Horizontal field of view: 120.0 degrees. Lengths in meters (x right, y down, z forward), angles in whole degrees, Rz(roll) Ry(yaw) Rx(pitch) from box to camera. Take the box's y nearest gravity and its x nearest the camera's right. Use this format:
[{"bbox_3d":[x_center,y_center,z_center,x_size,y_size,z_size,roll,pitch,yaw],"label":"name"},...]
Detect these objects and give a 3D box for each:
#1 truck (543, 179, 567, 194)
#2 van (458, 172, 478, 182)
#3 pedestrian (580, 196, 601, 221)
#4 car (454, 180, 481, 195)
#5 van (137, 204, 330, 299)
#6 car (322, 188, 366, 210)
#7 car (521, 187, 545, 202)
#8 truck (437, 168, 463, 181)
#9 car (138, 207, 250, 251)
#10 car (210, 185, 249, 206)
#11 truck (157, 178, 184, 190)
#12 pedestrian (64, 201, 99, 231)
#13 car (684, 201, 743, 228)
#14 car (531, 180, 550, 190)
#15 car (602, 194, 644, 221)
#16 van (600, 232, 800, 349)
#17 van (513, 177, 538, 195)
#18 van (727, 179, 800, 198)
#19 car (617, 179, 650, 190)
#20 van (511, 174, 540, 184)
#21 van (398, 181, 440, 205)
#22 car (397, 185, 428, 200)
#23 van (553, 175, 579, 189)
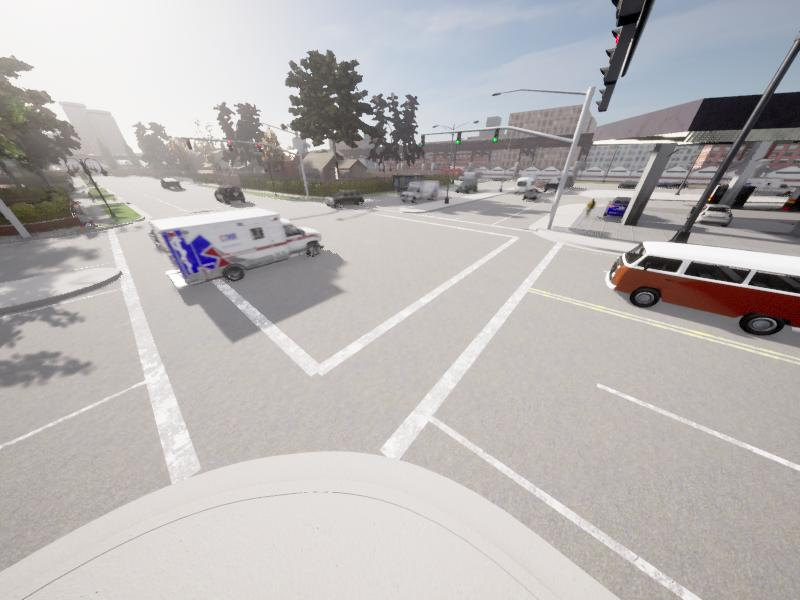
[{"bbox_3d":[29.573,-21.739,43.960,2.390,2.098,6.274,23,37,34],"label":"truck"},{"bbox_3d":[22.427,-40.836,76.554,5.915,2.561,1.988,23,37,34],"label":"van"},{"bbox_3d":[16.234,-7.801,19.707,0.751,1.860,0.751,-26,39,-37],"label":"pedestrian"},{"bbox_3d":[12.057,-20.162,41.269,2.150,2.045,5.566,22,38,34],"label":"car"},{"bbox_3d":[-6.786,-2.680,10.620,2.351,2.431,6.366,23,37,34],"label":"van"},{"bbox_3d":[-6.462,-11.939,27.211,4.605,1.855,1.932,-24,39,-36],"label":"car"},{"bbox_3d":[19.108,-15.174,33.160,1.845,1.501,3.633,22,37,34],"label":"car"},{"bbox_3d":[17.891,-45.555,83.469,8.468,3.827,2.891,23,37,34],"label":"truck"},{"bbox_3d":[-13.099,-4.791,15.076,2.033,1.649,4.856,23,37,34],"label":"car"},{"bbox_3d":[-22.546,-13.927,30.479,5.566,2.045,2.150,23,37,34],"label":"car"},{"bbox_3d":[-48.901,-24.750,49.176,6.274,2.098,2.390,22,37,33],"label":"truck"},{"bbox_3d":[-22.998,-6.091,16.746,0.751,1.860,0.751,25,39,37],"label":"pedestrian"},{"bbox_3d":[25.999,-7.245,19.370,1.970,1.475,3.806,23,37,34],"label":"car"},{"bbox_3d":[29.896,-24.471,49.169,2.152,1.651,5.027,23,37,34],"label":"car"},{"bbox_3d":[21.088,-8.924,21.955,2.242,1.667,4.611,23,37,34],"label":"car"},{"bbox_3d":[9.670,-0.596,7.398,4.480,2.038,2.069,21,36,32],"label":"van"},{"bbox_3d":[22.399,-20.338,41.094,1.988,2.561,5.915,23,37,34],"label":"van"},{"bbox_3d":[59.667,-18.385,37.813,6.366,2.431,2.351,23,37,34],"label":"van"},{"bbox_3d":[49.561,-24.604,49.233,4.553,1.767,2.097,23,37,34],"label":"car"},{"bbox_3d":[36.132,-35.051,66.679,6.366,2.431,2.351,23,37,34],"label":"van"},{"bbox_3d":[2.714,-14.684,31.411,2.351,2.431,6.366,22,37,34],"label":"van"},{"bbox_3d":[2.029,-16.663,35.644,2.152,1.651,5.027,22,37,34],"label":"car"},{"bbox_3d":[36.305,-25.807,50.523,5.915,2.561,1.988,-20,36,-31],"label":"van"}]
